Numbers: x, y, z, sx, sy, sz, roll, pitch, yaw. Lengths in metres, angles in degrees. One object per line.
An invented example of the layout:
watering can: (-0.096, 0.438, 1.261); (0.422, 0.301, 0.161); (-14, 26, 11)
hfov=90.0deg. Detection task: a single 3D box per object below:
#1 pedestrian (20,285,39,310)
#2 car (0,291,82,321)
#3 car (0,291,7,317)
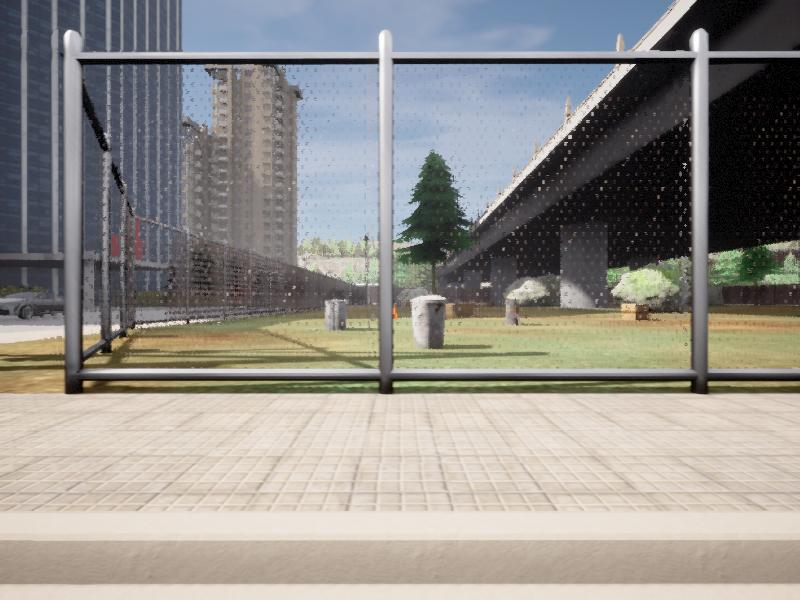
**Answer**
pedestrian: (-27.703, -0.158, 29.887); (0.751, 1.860, 0.751); (0, 0, 11)
car: (-19.021, 0.260, 20.587); (1.994, 1.385, 4.181); (0, 0, -1)
car: (-22.513, 0.224, 19.658); (1.812, 1.442, 4.674); (0, 0, 0)
